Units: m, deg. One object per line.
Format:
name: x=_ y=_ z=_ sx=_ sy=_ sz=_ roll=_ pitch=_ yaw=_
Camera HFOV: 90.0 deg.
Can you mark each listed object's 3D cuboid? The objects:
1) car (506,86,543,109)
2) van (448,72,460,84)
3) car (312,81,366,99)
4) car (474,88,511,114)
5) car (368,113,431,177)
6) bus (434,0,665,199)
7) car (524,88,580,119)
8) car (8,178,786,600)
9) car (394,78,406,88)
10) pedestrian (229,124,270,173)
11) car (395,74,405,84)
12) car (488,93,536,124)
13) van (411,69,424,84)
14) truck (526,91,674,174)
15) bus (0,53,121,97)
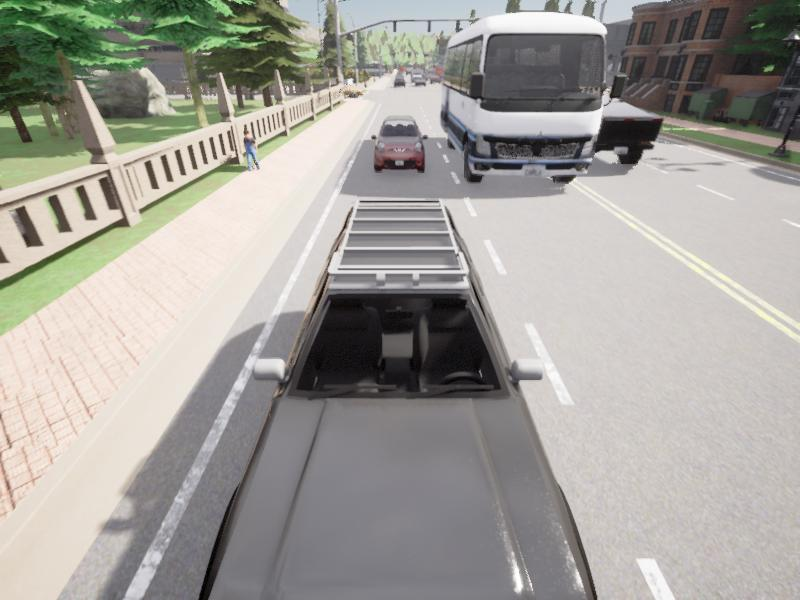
car: x=10.469 y=-17.214 z=33.952 sx=1.816 sy=1.474 sz=4.193 roll=0 pitch=30 yaw=0
van: x=10.440 y=-43.223 z=77.888 sx=1.775 sy=1.987 sz=4.442 roll=0 pitch=30 yaw=0
car: x=-6.435 y=-22.355 z=42.629 sx=5.366 sy=1.575 sz=1.801 roll=3 pitch=31 yaw=6
car: x=6.971 y=-15.312 z=30.702 sx=1.816 sy=1.474 sz=4.193 roll=0 pitch=30 yaw=0
car: x=-0.018 y=-5.411 z=13.728 sx=1.845 sy=1.501 sz=3.633 roll=0 pitch=30 yaw=0
bus: x=3.605 y=-7.094 z=13.909 sx=3.944 sy=4.253 sz=10.273 roll=0 pitch=30 yaw=0
car: x=10.474 y=-13.852 z=28.052 sx=2.033 sy=1.649 sz=4.856 roll=0 pitch=30 yaw=0
car: x=-0.009 y=0.449 z=3.373 sx=1.932 sy=1.855 sz=4.605 roll=0 pitch=30 yaw=0
car: x=-0.050 y=-35.057 z=64.606 sx=1.895 sy=1.301 sz=4.718 roll=0 pitch=30 yaw=0
pedestrian: x=-4.602 y=-4.666 z=12.329 sx=0.751 sy=1.300 sz=0.751 roll=0 pitch=30 yaw=0
car: x=-0.060 y=-43.898 z=79.485 sx=1.882 sy=1.535 sz=5.008 roll=0 pitch=30 yaw=0
car: x=6.975 y=-12.205 z=25.393 sx=1.816 sy=1.474 sz=4.193 roll=0 pitch=30 yaw=0
van: x=3.437 y=-45.205 z=80.829 sx=2.351 sy=2.431 sz=6.366 roll=0 pitch=30 yaw=0
truck: x=6.982 y=-6.581 z=15.161 sx=2.390 sy=2.098 sz=6.274 roll=0 pitch=30 yaw=0
bus: x=-38.783 y=-25.611 z=45.530 sx=10.273 sy=4.253 sz=3.944 roll=0 pitch=30 yaw=0
